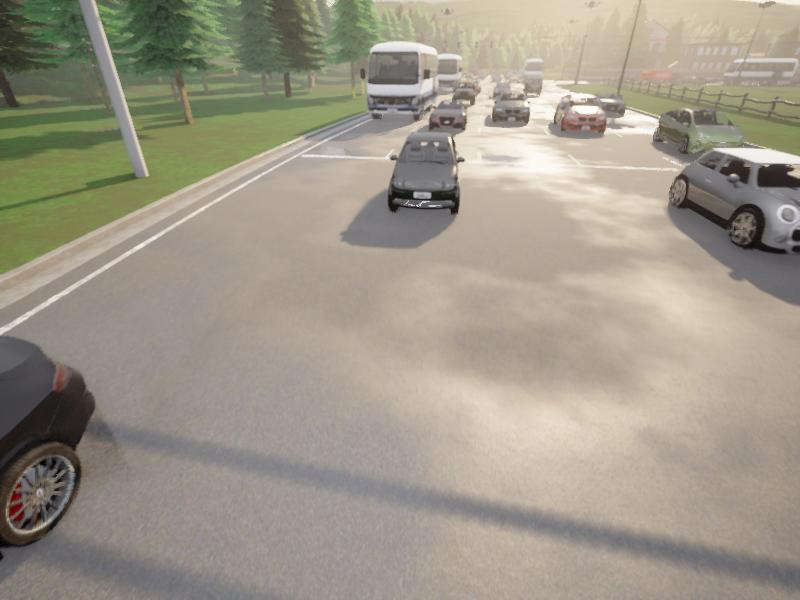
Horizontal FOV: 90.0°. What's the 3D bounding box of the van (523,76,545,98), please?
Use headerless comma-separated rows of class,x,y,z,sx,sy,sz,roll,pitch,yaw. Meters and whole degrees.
van,15.325,-24.514,45.907,1.775,1.987,4.442,6,31,10

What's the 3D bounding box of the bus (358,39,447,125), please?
bus,0.611,-14.921,27.218,3.944,4.253,10.273,6,31,9

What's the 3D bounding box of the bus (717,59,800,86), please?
bus,64.980,-41.239,72.482,10.273,4.253,3.944,5,31,9

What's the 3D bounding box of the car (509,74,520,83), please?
car,23.654,-45.763,82.587,1.801,1.575,5.366,6,31,10

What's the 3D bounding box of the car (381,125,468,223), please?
car,0.721,-3.378,10.207,1.789,1.549,3.705,4,30,6

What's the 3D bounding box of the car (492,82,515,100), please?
car,11.080,-22.595,43.107,2.163,1.488,4.792,6,31,10

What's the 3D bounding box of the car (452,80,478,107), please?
car,5.723,-18.186,35.156,1.905,1.878,3.866,6,30,9

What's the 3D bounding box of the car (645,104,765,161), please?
car,12.293,-7.062,16.587,2.007,1.525,4.514,5,31,8

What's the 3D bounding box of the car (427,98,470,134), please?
car,2.784,-10.334,22.263,1.994,1.385,4.181,5,31,9

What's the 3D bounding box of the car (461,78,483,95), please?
car,8.854,-26.120,48.912,2.242,1.667,4.611,6,31,10

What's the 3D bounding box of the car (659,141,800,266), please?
car,7.525,-2.187,8.295,1.970,1.475,3.806,3,31,5

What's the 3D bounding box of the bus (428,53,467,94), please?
bus,6.422,-29.857,52.721,3.944,4.253,10.273,6,31,9

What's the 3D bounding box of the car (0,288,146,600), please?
car,-3.542,1.696,1.637,1.812,1.442,4.674,2,30,2

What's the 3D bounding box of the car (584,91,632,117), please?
car,15.024,-14.336,29.161,1.994,1.385,4.181,6,31,10

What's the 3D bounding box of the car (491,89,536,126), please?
car,6.992,-12.169,25.117,2.242,1.667,4.611,6,31,9

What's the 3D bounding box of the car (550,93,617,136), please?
car,9.831,-10.264,21.886,2.242,1.667,4.611,6,31,9

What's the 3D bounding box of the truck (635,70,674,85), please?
truck,48.120,-42.199,75.781,5.204,2.467,2.627,5,31,9

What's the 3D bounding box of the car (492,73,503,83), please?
car,20.315,-46.385,83.581,2.033,1.649,4.856,6,31,9

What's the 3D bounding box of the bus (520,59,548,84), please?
bus,27.565,-47.463,82.871,3.944,4.253,10.273,6,31,9
